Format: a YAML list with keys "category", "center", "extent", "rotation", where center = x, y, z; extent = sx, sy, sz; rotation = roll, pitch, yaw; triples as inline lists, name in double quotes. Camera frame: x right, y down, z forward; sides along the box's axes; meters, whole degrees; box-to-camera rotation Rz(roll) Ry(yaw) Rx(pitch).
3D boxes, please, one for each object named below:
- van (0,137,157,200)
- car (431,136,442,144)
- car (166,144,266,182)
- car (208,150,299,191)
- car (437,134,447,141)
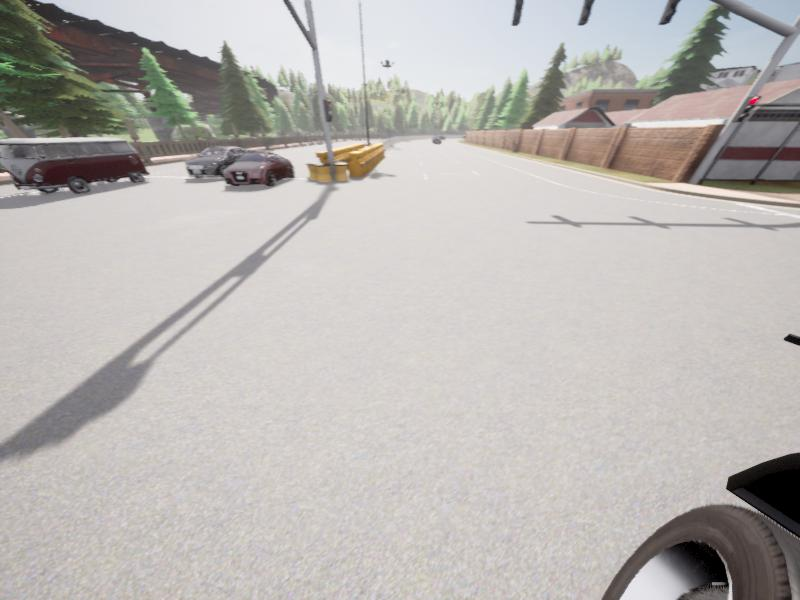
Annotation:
- category: "van"
  center: [-14.340, -6.063, 10.347]
  extent: [1.775, 1.987, 4.442]
  rotation: [1, 36, 1]
- category: "car"
  center: [8.565, -38.027, 54.844]
  extent: [2.038, 1.542, 4.974]
  rotation: [3, 36, 3]
- category: "car"
  center: [-10.697, -8.459, 14.071]
  extent: [2.128, 1.511, 4.902]
  rotation: [1, 36, 1]
- category: "car"
  center: [-7.276, -6.941, 12.128]
  extent: [1.994, 1.385, 4.181]
  rotation: [1, 36, 1]
- category: "car"
  center: [14.062, -54.558, 77.511]
  extent: [1.930, 1.638, 5.238]
  rotation: [14, 38, 18]
